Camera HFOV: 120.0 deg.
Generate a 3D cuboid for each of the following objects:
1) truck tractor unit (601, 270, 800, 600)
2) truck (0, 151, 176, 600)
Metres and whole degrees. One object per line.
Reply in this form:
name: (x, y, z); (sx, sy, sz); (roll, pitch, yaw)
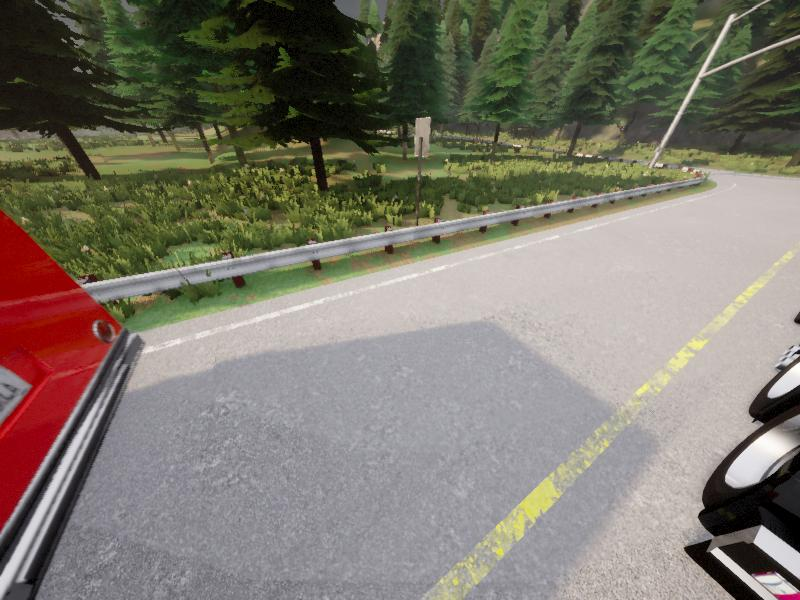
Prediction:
truck tractor unit: (5.120, -0.292, 0.767); (6.516, 4.208, 3.053); (-18, 39, -24)
truck: (-4.350, 1.161, 0.139); (5.204, 2.467, 2.627); (-18, 39, -25)
